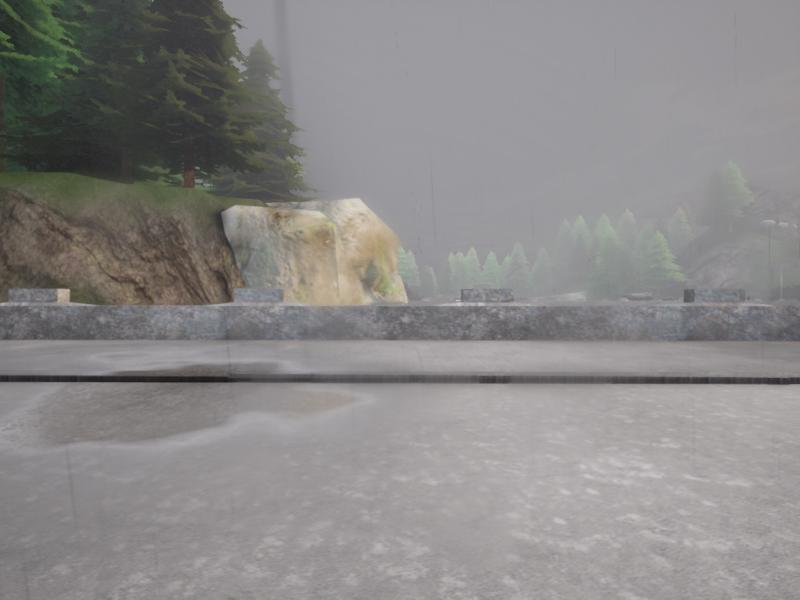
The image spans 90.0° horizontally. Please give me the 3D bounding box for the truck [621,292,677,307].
[{"bbox_3d":[34.588,-0.049,55.794,6.274,2.098,2.390,0,0,1],"label":"truck"}]

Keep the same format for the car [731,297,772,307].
[{"bbox_3d":[48.817,0.265,55.622,4.193,1.474,1.816,0,0,1],"label":"car"}]

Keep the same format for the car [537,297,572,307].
[{"bbox_3d":[21.558,0.260,55.956,4.193,1.474,1.816,0,0,1],"label":"car"}]
